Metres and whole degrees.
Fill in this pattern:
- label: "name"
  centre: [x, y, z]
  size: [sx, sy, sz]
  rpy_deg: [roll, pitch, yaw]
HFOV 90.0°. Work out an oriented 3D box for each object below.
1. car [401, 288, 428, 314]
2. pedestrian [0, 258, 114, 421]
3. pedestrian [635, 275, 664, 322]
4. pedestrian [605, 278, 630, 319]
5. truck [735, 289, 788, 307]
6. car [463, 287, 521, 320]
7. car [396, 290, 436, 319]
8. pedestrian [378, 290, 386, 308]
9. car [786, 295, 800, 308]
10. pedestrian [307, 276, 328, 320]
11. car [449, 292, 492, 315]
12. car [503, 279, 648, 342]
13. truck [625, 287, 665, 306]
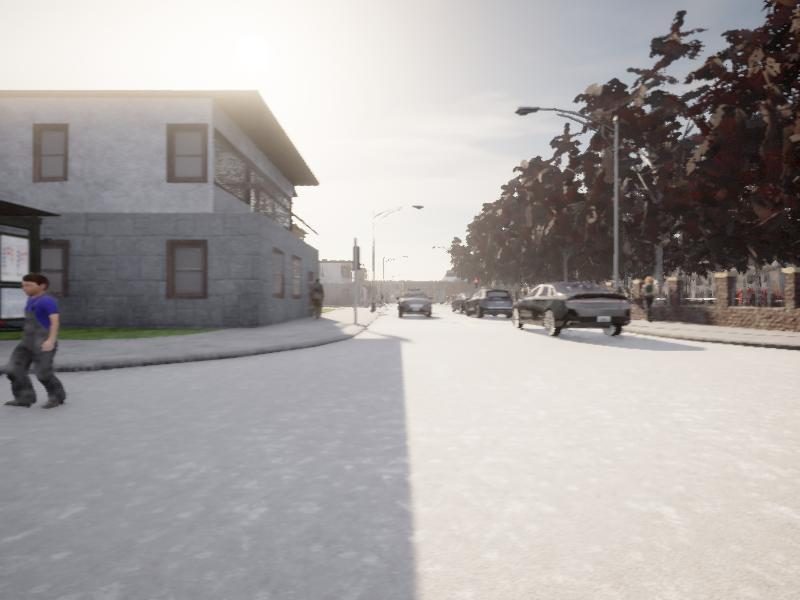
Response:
- label: "car"
  centre: [1.143, 0.053, 30.982]
  size: [1.932, 1.855, 4.605]
  rpy_deg: [0, 0, 3]
- label: "pedestrian"
  centre: [-3.269, 0.317, 3.675]
  size: [0.751, 1.300, 0.751]
  rpy_deg: [0, 0, 18]
- label: "pedestrian"
  centre: [10.204, -0.064, 16.394]
  size: [0.751, 1.860, 0.751]
  rpy_deg: [0, 0, 2]
- label: "pedestrian"
  centre: [10.222, -0.064, 18.814]
  size: [0.751, 1.860, 0.751]
  rpy_deg: [0, 0, 1]
- label: "truck"
  centre: [50.124, -0.229, 55.638]
  size: [2.627, 2.467, 5.204]
  rpy_deg: [0, 0, 0]
- label: "car"
  centre: [5.030, 0.179, 22.660]
  size: [2.033, 1.649, 4.856]
  rpy_deg: [0, 0, -2]
- label: "car"
  centre: [0.845, 0.236, 23.535]
  size: [2.128, 1.511, 4.902]
  rpy_deg: [0, 0, 0]
- label: "pedestrian"
  centre: [-1.927, -0.075, 42.168]
  size: [0.751, 1.860, 0.751]
  rpy_deg: [0, 0, 7]
- label: "car"
  centre: [54.124, 0.189, 52.550]
  size: [2.033, 1.649, 4.856]
  rpy_deg: [0, 0, 0]
- label: "pedestrian"
  centre: [-3.525, -0.076, 17.225]
  size: [0.751, 1.860, 0.751]
  rpy_deg: [0, 0, 0]
- label: "car"
  centre: [5.084, 0.237, 29.518]
  size: [2.128, 1.511, 4.902]
  rpy_deg: [0, 0, -3]
- label: "car"
  centre: [4.839, 0.238, 12.022]
  size: [2.128, 1.511, 4.902]
  rpy_deg: [0, 0, -1]
- label: "truck"
  centre: [50.047, -0.694, 81.995]
  size: [2.891, 3.827, 8.468]
  rpy_deg: [0, 0, 0]
